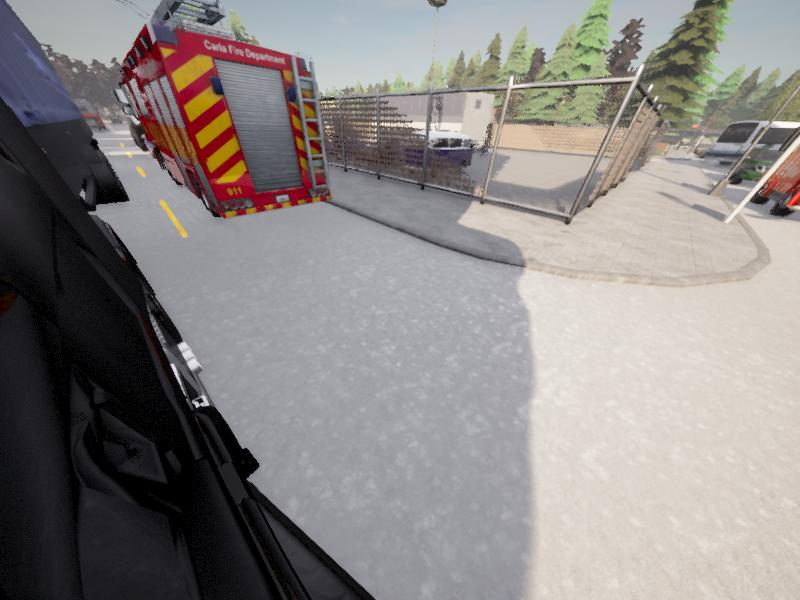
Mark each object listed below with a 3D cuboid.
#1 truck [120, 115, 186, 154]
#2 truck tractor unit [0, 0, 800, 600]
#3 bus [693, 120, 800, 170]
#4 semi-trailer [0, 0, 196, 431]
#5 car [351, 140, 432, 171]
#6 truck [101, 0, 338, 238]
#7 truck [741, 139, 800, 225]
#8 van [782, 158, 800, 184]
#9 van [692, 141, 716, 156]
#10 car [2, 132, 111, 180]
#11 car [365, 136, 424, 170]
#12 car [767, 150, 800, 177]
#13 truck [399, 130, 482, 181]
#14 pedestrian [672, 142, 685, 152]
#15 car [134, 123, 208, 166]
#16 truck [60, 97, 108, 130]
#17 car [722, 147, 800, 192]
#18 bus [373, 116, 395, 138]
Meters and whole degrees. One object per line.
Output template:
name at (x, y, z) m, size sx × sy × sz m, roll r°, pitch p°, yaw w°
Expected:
truck at (-19.484, -13.094, 18.170) m, size 6.274 × 2.098 × 2.390 m, roll 32°, pitch 46°, yaw 33°
truck tractor unit at (-2.645, -0.295, 0.352) m, size 6.516 × 4.208 × 3.053 m, roll 28°, pitch 44°, yaw 30°
bus at (42.101, -17.638, 26.397) m, size 10.273 × 4.253 × 3.944 m, roll 0°, pitch 35°, yaw -2°
semi-trailer at (-8.394, -3.798, 4.502) m, size 14.254 × 4.402 × 2.717 m, roll 32°, pitch 45°, yaw 33°
car at (-0.397, -9.736, 15.369) m, size 2.033 × 1.415 × 5.357 m, roll 32°, pitch 46°, yaw 33°
truck at (-5.856, -5.398, 7.303) m, size 8.468 × 3.827 × 2.891 m, roll 31°, pitch 45°, yaw 33°
truck at (16.085, -4.349, 8.464) m, size 2.627 × 2.467 × 5.204 m, roll 32°, pitch 45°, yaw 33°
van at (31.933, -10.063, 17.066) m, size 1.988 × 2.561 × 5.915 m, roll 32°, pitch 46°, yaw 33°
van at (68.632, -34.340, 52.266) m, size 1.988 × 2.561 × 5.915 m, roll 32°, pitch 46°, yaw 33°
car at (-14.921, -6.540, 10.325) m, size 4.181 × 1.385 × 1.994 m, roll 31°, pitch 45°, yaw 33°
car at (-0.443, -9.959, 15.544) m, size 3.705 × 1.547 × 1.789 m, roll 32°, pitch 46°, yaw 33°
car at (37.047, -12.746, 21.529) m, size 1.905 × 1.878 × 3.866 m, roll 32°, pitch 46°, yaw 33°
truck at (2.308, -8.163, 12.916) m, size 2.069 × 2.038 × 4.478 m, roll 32°, pitch 46°, yaw 33°
pedestrian at (62.678, -34.417, 52.005) m, size 0.751 × 1.860 × 0.751 m, roll 15°, pitch 38°, yaw 16°
car at (-13.760, -9.394, 13.842) m, size 4.553 × 1.767 × 2.097 m, roll 32°, pitch 46°, yaw 33°
truck at (-51.818, -30.659, 38.154) m, size 8.468 × 3.827 × 2.891 m, roll 32°, pitch 46°, yaw 33°
car at (24.077, -8.772, 15.243) m, size 2.150 × 2.045 × 5.566 m, roll 32°, pitch 45°, yaw 33°
bus at (-4.254, -45.277, 60.404) m, size 3.944 × 4.253 × 10.273 m, roll -7°, pitch 39°, yaw -10°
